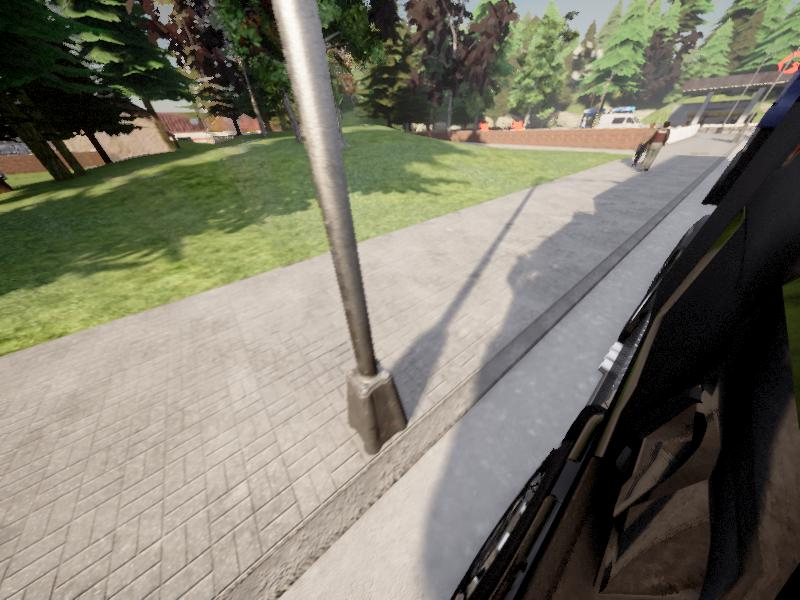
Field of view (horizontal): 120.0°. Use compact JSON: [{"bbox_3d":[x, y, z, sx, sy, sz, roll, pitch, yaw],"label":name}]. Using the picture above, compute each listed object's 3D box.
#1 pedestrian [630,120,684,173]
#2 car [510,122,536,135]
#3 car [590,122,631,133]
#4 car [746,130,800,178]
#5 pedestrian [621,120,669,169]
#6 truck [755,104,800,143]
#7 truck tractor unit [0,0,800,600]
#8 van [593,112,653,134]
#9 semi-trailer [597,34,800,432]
[{"bbox_3d":[11.147,-6.668,10.077,0.751,1.860,0.751,-27,43,-29],"label":"pedestrian"},{"bbox_3d":[24.637,-34.393,46.398,1.905,1.878,3.866,-27,43,-29],"label":"car"},{"bbox_3d":[36.189,-29.702,39.811,1.812,1.442,4.674,-26,43,-28],"label":"car"},{"bbox_3d":[17.142,-6.325,9.879,4.181,1.385,1.994,-26,43,-28],"label":"car"},{"bbox_3d":[11.656,-7.412,11.038,0.751,1.860,0.751,-27,43,-29],"label":"pedestrian"},{"bbox_3d":[32.876,-14.762,19.243,5.204,2.467,2.627,-27,43,-29],"label":"truck"},{"bbox_3d":[2.645,-0.295,0.351,6.516,4.208,3.053,-28,44,-30],"label":"truck tractor unit"},{"bbox_3d":[34.513,-27.488,36.050,1.988,2.561,5.915,-27,43,-29],"label":"van"},{"bbox_3d":[8.751,-3.569,4.176,14.254,4.402,2.717,-28,43,-29],"label":"semi-trailer"}]
